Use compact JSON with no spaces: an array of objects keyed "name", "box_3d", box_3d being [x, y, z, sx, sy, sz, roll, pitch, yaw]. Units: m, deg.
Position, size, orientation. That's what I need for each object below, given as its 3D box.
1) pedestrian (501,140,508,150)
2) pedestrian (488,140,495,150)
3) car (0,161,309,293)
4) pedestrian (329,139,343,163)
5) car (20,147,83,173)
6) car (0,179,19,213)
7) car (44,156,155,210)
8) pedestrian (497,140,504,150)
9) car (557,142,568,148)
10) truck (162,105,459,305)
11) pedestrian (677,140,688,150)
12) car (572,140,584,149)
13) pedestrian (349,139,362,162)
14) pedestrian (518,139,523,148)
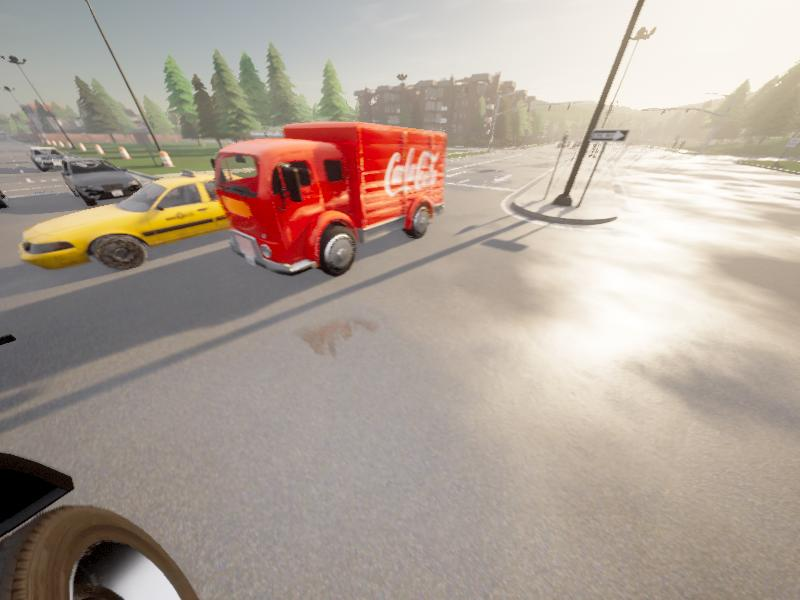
[{"name":"pedestrian","box_3d":[24.030,-35.660,53.011,0.751,1.860,0.751,24,41,29]},{"name":"pedestrian","box_3d":[19.490,-33.012,49.217,0.751,1.860,0.751,22,40,27]},{"name":"car","box_3d":[-5.287,-2.329,5.789,1.801,1.575,5.366,23,41,28]},{"name":"pedestrian","box_3d":[-6.087,-14.224,22.096,0.751,1.860,0.751,20,40,26]},{"name":"car","box_3d":[-26.541,-10.735,17.611,3.806,1.475,1.970,22,41,28]},{"name":"car","box_3d":[-16.365,-4.145,8.328,4.902,1.511,2.128,22,41,28]},{"name":"car","box_3d":[-12.525,-5.026,9.642,4.193,1.474,1.816,22,41,28]},{"name":"pedestrian","box_3d":[22.865,-35.388,52.616,0.751,1.860,0.751,26,43,32]},{"name":"car","box_3d":[44.274,-42.152,62.913,1.895,1.301,4.718,22,41,28]},{"name":"truck","box_3d":[-1.115,-2.553,5.405,2.627,2.467,5.204,23,40,28]},{"name":"pedestrian","box_3d":[62.010,-34.032,50.751,0.751,1.860,0.751,27,43,33]},{"name":"car","box_3d":[46.822,-40.948,60.740,1.905,1.878,3.866,22,41,28]},{"name":"pedestrian","box_3d":[-4.528,-15.167,23.447,0.751,1.860,0.751,26,43,32]},{"name":"pedestrian","box_3d":[29.839,-38.791,57.218,0.751,1.860,0.751,15,38,19]}]
